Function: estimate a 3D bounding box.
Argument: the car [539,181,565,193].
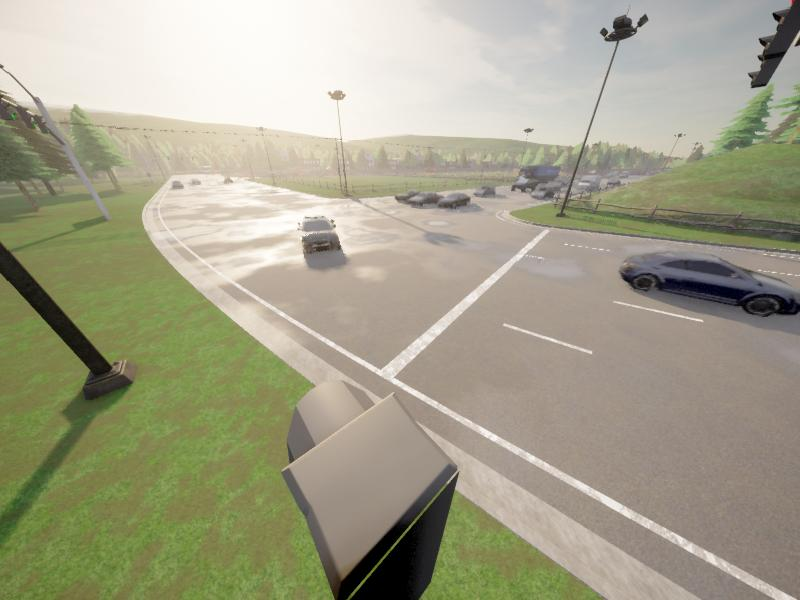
[{"bbox_3d":[27.477,-20.458,41.799,5.238,1.638,1.930,-23,37,-34],"label":"car"}]

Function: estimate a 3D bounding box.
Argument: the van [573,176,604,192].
[{"bbox_3d":[35.524,-21.893,43.498,6.366,2.431,2.351,-23,37,-34],"label":"van"}]

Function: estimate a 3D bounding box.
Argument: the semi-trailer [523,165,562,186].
[{"bbox_3d":[37.307,-32.649,60.131,14.254,4.402,2.717,-23,37,-34],"label":"semi-trailer"}]

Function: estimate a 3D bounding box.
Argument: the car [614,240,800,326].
[{"bbox_3d":[10.575,-0.870,8.144,4.181,1.385,1.994,21,36,31],"label":"car"}]

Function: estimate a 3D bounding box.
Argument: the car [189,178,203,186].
[{"bbox_3d":[-51.804,-30.096,58.690,2.128,1.511,4.902,-22,37,-33],"label":"car"}]

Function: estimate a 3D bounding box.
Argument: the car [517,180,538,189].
[{"bbox_3d":[27.324,-24.901,49.642,4.892,1.490,1.837,-23,37,-34],"label":"car"}]

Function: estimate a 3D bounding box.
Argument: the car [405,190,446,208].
[{"bbox_3d":[3.076,-12.081,27.537,2.033,1.411,5.357,24,38,35],"label":"car"}]

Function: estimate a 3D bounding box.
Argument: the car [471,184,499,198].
[{"bbox_3d":[12.949,-16.630,35.202,3.988,1.617,1.851,-23,37,-34],"label":"car"}]

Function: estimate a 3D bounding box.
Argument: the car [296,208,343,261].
[{"bbox_3d":[-4.766,-4.013,13.314,1.930,1.638,5.238,-11,32,-18],"label":"car"}]

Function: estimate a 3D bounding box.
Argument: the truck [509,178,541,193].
[{"bbox_3d":[22.910,-21.022,42.315,6.274,2.098,2.390,-23,37,-34],"label":"truck"}]

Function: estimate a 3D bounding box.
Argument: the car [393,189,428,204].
[{"bbox_3d":[1.412,-13.783,30.582,4.718,1.301,1.895,-26,39,-38],"label":"car"}]

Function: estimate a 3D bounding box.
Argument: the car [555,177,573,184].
[{"bbox_3d":[43.887,-31.928,61.635,4.611,1.667,2.242,-23,37,-34],"label":"car"}]

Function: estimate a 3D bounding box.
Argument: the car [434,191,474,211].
[{"bbox_3d":[6.067,-11.091,25.678,1.882,1.535,5.008,23,37,35],"label":"car"}]

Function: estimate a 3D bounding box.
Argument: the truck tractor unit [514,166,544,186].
[{"bbox_3d":[31.247,-30.015,55.767,6.516,4.208,3.053,-23,37,-34],"label":"truck tractor unit"}]

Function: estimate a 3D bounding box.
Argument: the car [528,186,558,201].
[{"bbox_3d":[20.148,-15.082,32.522,3.988,1.617,1.851,-23,37,-34],"label":"car"}]

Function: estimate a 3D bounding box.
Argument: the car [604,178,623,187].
[{"bbox_3d":[50.568,-27.870,54.637,5.238,1.638,1.930,-23,37,-34],"label":"car"}]
